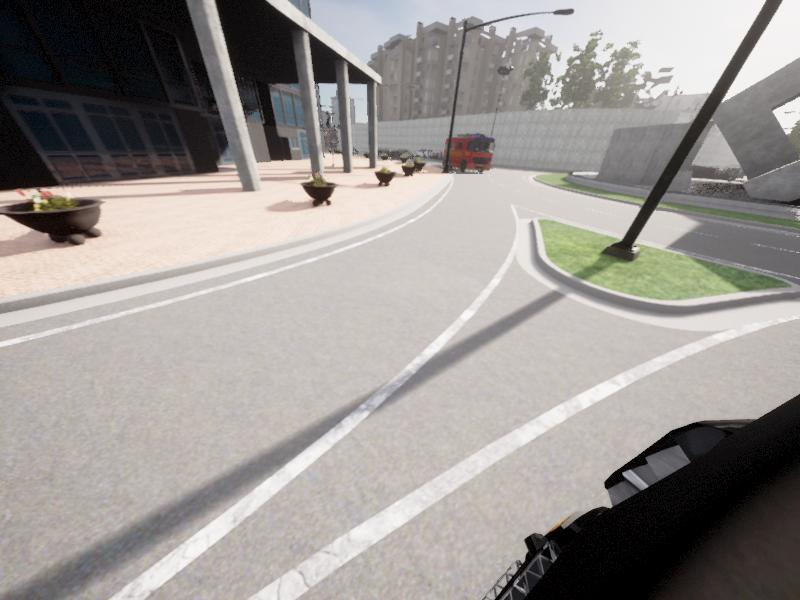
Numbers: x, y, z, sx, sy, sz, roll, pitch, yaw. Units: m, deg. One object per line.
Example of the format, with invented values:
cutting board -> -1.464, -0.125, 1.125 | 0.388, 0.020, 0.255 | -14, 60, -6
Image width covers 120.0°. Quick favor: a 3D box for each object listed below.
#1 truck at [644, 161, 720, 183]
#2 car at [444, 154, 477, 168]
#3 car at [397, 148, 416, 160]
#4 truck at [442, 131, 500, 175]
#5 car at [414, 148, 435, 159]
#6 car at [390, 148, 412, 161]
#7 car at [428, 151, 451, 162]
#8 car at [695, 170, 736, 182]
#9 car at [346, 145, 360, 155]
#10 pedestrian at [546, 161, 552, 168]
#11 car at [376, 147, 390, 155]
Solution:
truck -> 39.431, -18.168, 32.663 | 6.274, 2.098, 2.390 | 23, 38, 27
car -> 9.338, -21.805, 36.125 | 1.801, 1.575, 5.366 | -13, 37, -23
car -> 1.364, -29.959, 47.458 | 1.905, 1.878, 3.866 | -18, 39, -29
truck -> 8.215, -18.092, 28.414 | 2.891, 3.827, 8.468 | -3, 34, -10
car -> 6.010, -36.471, 57.505 | 2.150, 2.045, 5.566 | -18, 39, -29
car -> 0.149, -27.470, 43.622 | 1.932, 1.855, 4.605 | -18, 39, -28
car -> 8.422, -30.888, 49.639 | 2.242, 1.667, 4.611 | -20, 40, -30
car -> 46.897, -18.433, 34.337 | 4.181, 1.385, 1.994 | -9, 36, -18
car -> -12.014, -38.084, 58.581 | 1.905, 1.878, 3.866 | -18, 39, -29
pedestrian -> 27.567, -25.175, 42.818 | 0.500, 1.100, 0.500 | 22, 38, 26
car -> -4.866, -42.302, 65.610 | 2.097, 1.767, 4.553 | -18, 39, -29
